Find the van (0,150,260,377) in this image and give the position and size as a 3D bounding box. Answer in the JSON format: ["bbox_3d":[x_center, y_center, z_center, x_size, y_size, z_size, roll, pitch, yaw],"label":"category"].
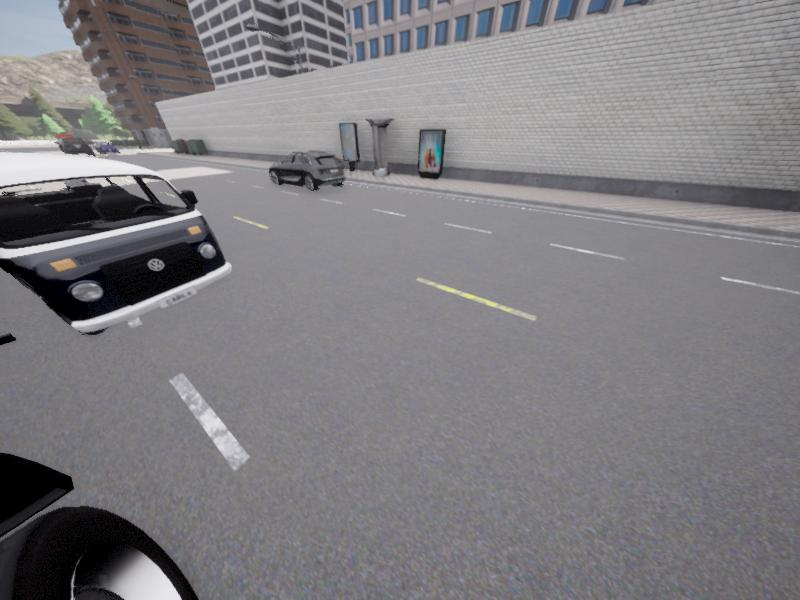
[{"bbox_3d":[-4.976,-1.067,3.612,4.480,2.038,2.069,16,38,22],"label":"van"}]

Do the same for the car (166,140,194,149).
[{"bbox_3d":[-47.044,-33.273,49.393,1.789,1.549,3.705,22,41,28],"label":"car"}]

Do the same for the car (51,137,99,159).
[{"bbox_3d":[-40.169,-18.862,28.532,5.566,2.045,2.150,22,41,28],"label":"car"}]

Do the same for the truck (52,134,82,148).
[{"bbox_3d":[-71.393,-34.150,49.571,5.204,2.467,2.627,25,42,30],"label":"truck"}]

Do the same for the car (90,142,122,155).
[{"bbox_3d":[-43.132,-22.278,33.853,4.193,1.474,1.816,22,41,28],"label":"car"}]

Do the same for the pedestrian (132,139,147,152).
[{"bbox_3d":[-43.015,-25.533,38.170,0.751,1.860,0.751,-20,40,-26],"label":"pedestrian"}]

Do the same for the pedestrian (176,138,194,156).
[{"bbox_3d":[-26.729,-19.029,28.725,0.751,1.860,0.751,23,41,28],"label":"pedestrian"}]

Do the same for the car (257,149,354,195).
[{"bbox_3d":[-5.010,-6.928,12.262,4.856,1.649,2.033,22,41,28],"label":"car"}]
